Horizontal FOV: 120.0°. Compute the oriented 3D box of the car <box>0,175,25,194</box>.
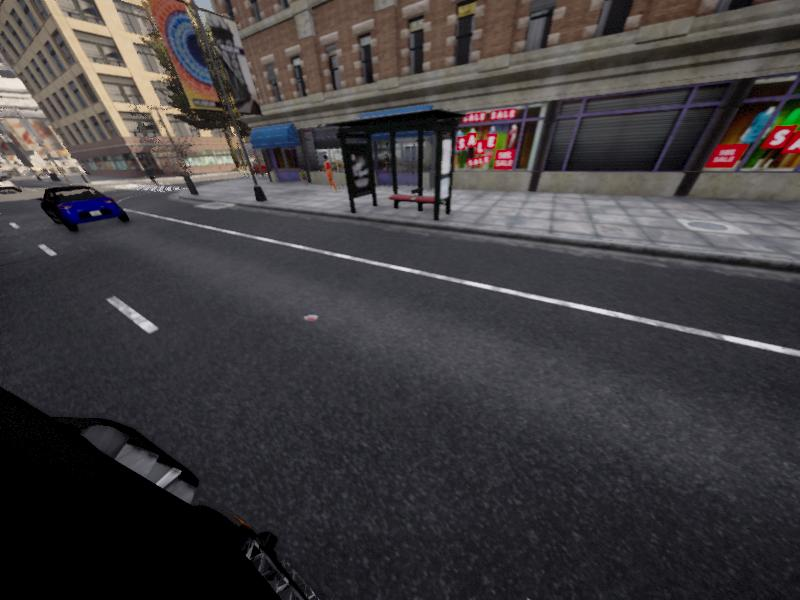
[{"bbox_3d":[-41.273,-11.869,23.739,4.514,1.525,2.007,16,38,26],"label":"car"}]

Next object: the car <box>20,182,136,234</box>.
[{"bbox_3d":[-13.683,-4.061,9.838,4.193,1.474,1.816,16,38,26],"label":"car"}]

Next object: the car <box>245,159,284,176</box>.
[{"bbox_3d":[-17.409,-17.128,29.804,1.789,1.549,3.705,15,37,25],"label":"car"}]

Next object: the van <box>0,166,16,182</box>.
[{"bbox_3d":[-77.241,-22.941,42.446,2.351,2.431,6.366,16,38,26],"label":"van"}]

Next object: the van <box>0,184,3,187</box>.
[{"bbox_3d":[-56.960,-16.466,31.491,4.442,1.987,1.775,16,38,26],"label":"van"}]

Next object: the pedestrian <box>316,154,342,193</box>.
[{"bbox_3d":[-3.959,-7.068,12.955,0.751,1.860,0.751,9,35,17],"label":"pedestrian"}]

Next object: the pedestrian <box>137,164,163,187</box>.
[{"bbox_3d":[-23.782,-11.867,22.027,0.751,1.860,0.751,15,38,25],"label":"pedestrian"}]

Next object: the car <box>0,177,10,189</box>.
[{"bbox_3d":[-51.148,-14.678,28.750,3.633,1.501,1.845,16,38,26],"label":"car"}]

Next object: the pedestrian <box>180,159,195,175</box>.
[{"bbox_3d":[-30.335,-18.936,32.945,0.751,1.860,0.751,24,42,34],"label":"pedestrian"}]

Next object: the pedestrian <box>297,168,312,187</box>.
[{"bbox_3d":[-6.664,-8.556,16.104,0.500,1.100,0.500,13,37,22],"label":"pedestrian"}]
